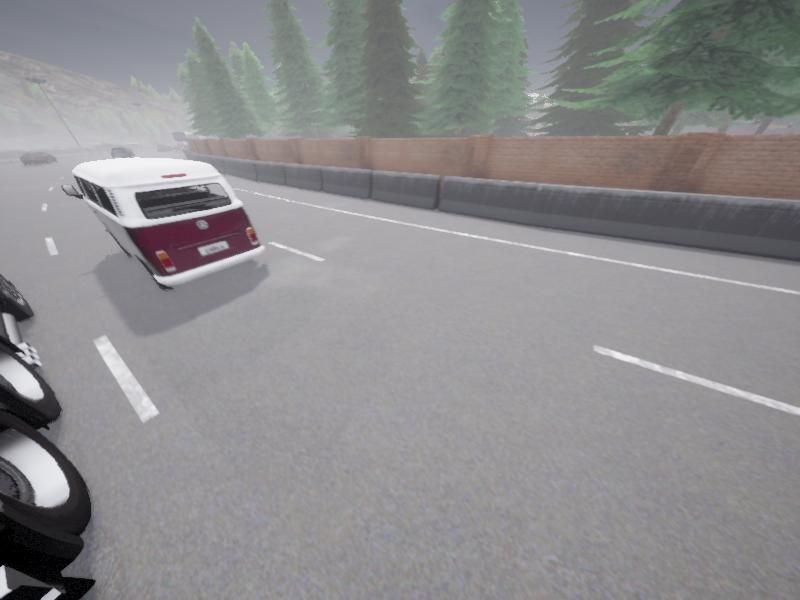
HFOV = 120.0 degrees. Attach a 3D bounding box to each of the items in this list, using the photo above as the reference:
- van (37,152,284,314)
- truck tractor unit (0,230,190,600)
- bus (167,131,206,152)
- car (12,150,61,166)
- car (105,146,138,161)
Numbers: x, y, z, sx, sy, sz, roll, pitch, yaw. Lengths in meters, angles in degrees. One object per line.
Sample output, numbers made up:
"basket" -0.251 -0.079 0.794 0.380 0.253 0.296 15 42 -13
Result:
"van" -5.006 -1.836 4.935 4.480 2.038 2.069 22 41 29
"truck tractor unit" -5.054 -0.352 0.866 6.516 4.208 3.053 21 40 27
"bus" -55.955 -41.727 61.020 3.944 4.253 10.273 -13 36 -18
"car" -45.144 -17.780 28.838 1.994 1.385 4.181 -24 41 -30
"car" -41.758 -22.057 34.783 2.033 1.649 4.856 -23 41 -28
